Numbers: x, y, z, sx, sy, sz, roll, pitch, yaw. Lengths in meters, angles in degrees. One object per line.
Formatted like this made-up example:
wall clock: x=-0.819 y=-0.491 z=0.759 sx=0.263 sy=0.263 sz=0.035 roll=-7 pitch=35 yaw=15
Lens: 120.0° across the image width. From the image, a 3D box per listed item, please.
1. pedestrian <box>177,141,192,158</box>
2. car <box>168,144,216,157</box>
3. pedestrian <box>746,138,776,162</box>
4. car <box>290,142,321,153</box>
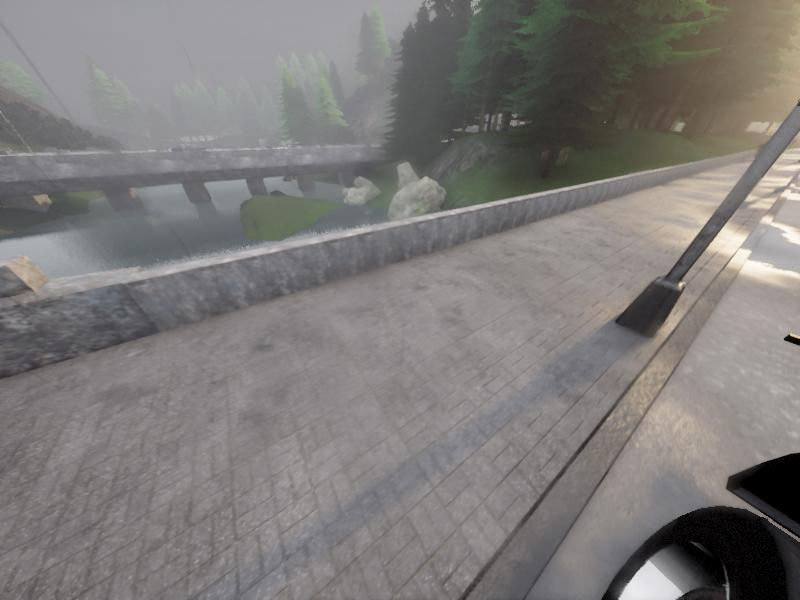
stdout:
pedestrian: x=-28.367 y=-19.855 z=30.430 sx=0.751 sy=1.860 sz=0.751 roll=-20 pitch=40 yaw=-25
car: x=-30.795 y=-22.293 z=34.406 sx=5.008 sy=1.535 sz=1.882 roll=-21 pitch=40 yaw=-27
pedestrian: x=35.229 y=-14.644 z=22.566 sx=0.751 sy=1.860 sz=0.751 roll=-21 pitch=40 yaw=-26
car: x=-17.064 y=-27.587 z=41.818 sx=4.514 sy=1.525 sz=2.007 roll=-21 pitch=40 yaw=-27
